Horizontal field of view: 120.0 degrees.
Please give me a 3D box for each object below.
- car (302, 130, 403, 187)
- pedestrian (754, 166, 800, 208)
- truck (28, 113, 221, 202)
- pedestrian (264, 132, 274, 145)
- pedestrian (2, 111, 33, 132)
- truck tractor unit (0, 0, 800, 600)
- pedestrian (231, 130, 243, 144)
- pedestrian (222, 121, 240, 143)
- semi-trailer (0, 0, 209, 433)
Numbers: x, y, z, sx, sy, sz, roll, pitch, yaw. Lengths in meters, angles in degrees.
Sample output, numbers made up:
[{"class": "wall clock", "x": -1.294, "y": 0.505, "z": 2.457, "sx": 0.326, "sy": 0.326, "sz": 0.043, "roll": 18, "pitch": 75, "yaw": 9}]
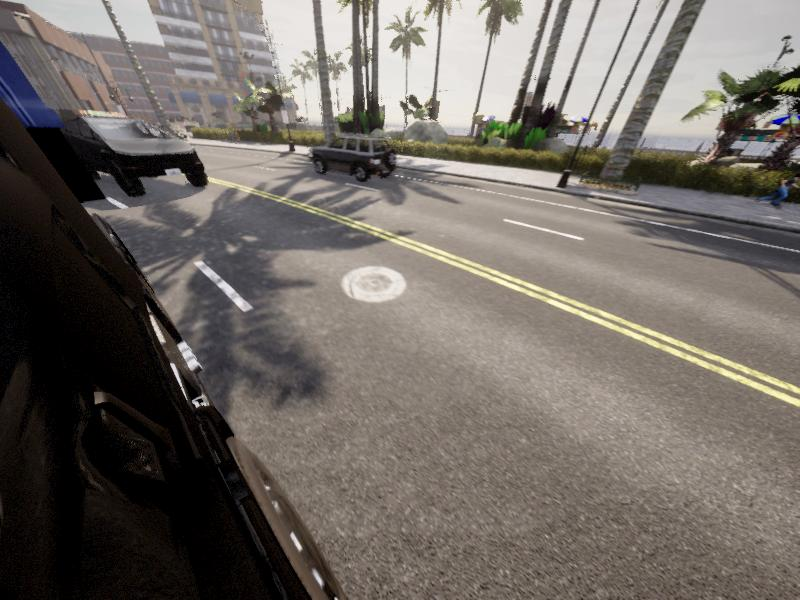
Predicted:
[{"class": "car", "x": -2.359, "y": -7.138, "z": 11.449, "sx": 4.605, "sy": 1.855, "sz": 1.932, "roll": 24, "pitch": 42, "yaw": 26}, {"class": "pedestrian", "x": 14.924, "y": -4.371, "z": 8.954, "sx": 0.751, "sy": 1.300, "sz": 0.751, "roll": -25, "pitch": 45, "yaw": -32}, {"class": "truck", "x": -10.237, "y": -5.540, "z": 8.674, "sx": 6.274, "sy": 2.098, "sz": 2.390, "roll": 20, "pitch": 40, "yaw": 22}, {"class": "pedestrian", "x": -13.655, "y": -16.845, "z": 24.075, "sx": 0.500, "sy": 1.100, "sz": 0.500, "roll": 9, "pitch": 37, "yaw": 8}, {"class": "pedestrian", "x": -43.052, "y": -20.083, "z": 26.043, "sx": 0.751, "sy": 1.860, "sz": 0.751, "roll": 2, "pitch": 37, "yaw": -1}, {"class": "truck tractor unit", "x": -2.645, "y": -0.295, "z": 0.351, "sx": 6.516, "sy": 4.208, "sz": 3.053, "roll": 28, "pitch": 44, "yaw": 30}, {"class": "pedestrian", "x": -16.972, "y": -16.990, "z": 24.075, "sx": 0.500, "sy": 1.100, "sz": 0.500, "roll": 16, "pitch": 39, "yaw": 17}, {"class": "pedestrian", "x": -17.931, "y": -17.872, "z": 24.560, "sx": 0.751, "sy": 1.860, "sz": 0.751, "roll": 13, "pitch": 38, "yaw": 14}, {"class": "semi-trailer", "x": -9.131, "y": -3.260, "z": 3.762, "sx": 14.254, "sy": 4.402, "sz": 2.717, "roll": 23, "pitch": 41, "yaw": 25}]
